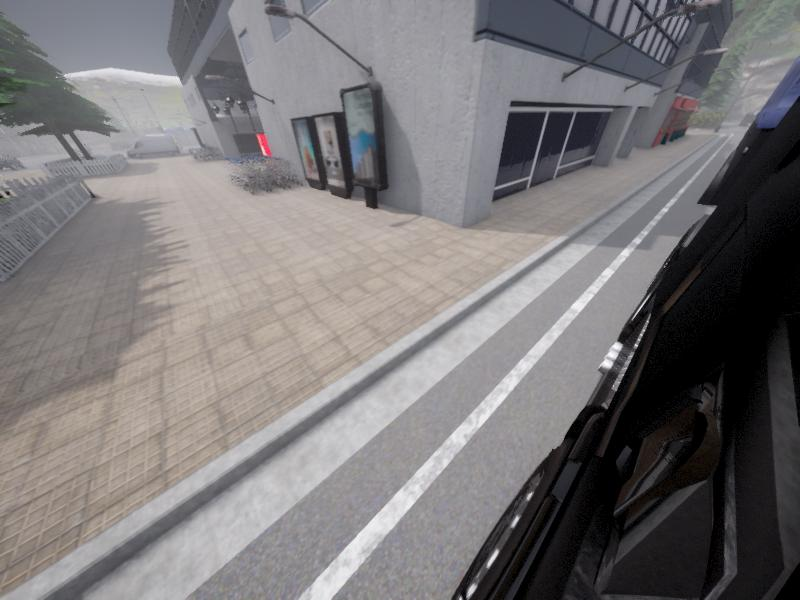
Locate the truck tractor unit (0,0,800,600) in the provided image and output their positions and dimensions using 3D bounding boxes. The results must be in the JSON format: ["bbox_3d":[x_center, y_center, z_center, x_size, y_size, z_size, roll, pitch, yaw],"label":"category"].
[{"bbox_3d":[2.645,-0.295,0.351,6.516,4.208,3.053,-28,44,-30],"label":"truck tractor unit"}]

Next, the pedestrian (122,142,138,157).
[{"bbox_3d":[-40.444,-22.553,34.614,0.751,1.860,0.751,23,44,31],"label":"pedestrian"}]

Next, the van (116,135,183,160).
[{"bbox_3d":[-35.895,-22.067,33.394,5.915,2.561,1.988,-29,44,-31],"label":"van"}]

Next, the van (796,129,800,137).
[{"bbox_3d":[39.689,-16.512,21.422,4.480,2.038,2.069,-28,44,-30],"label":"van"}]

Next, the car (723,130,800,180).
[{"bbox_3d":[16.163,-6.372,9.975,4.181,1.385,1.994,-28,44,-30],"label":"car"}]

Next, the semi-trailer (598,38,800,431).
[{"bbox_3d":[8.704,-3.605,4.217,14.254,4.402,2.717,-28,44,-30],"label":"semi-trailer"}]
